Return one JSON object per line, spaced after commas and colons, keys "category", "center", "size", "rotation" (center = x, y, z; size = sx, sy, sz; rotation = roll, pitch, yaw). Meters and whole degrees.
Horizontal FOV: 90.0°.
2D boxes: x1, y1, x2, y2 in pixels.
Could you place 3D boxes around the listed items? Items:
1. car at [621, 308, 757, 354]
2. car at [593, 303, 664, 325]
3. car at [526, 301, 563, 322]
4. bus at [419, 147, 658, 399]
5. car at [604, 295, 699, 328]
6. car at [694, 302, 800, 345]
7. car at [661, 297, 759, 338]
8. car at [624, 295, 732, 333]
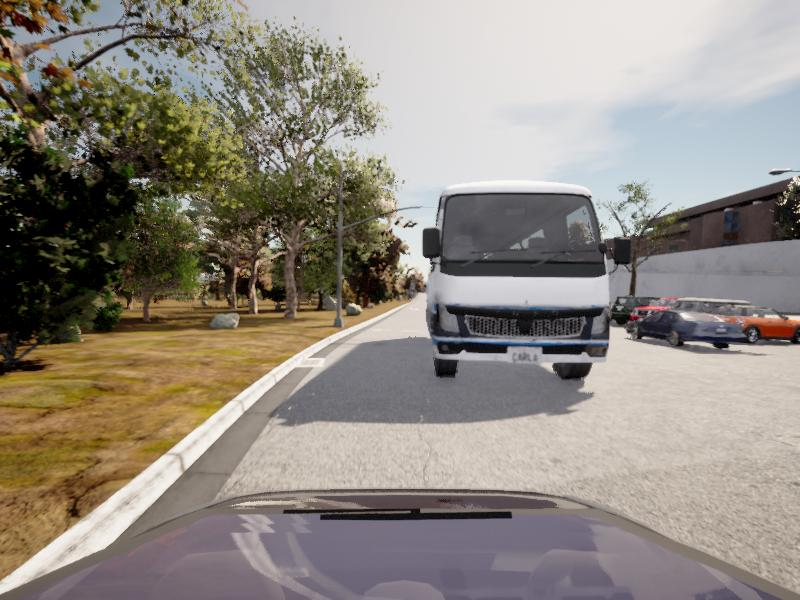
{"category": "car", "center": [11.387, 1.118, 16.386], "size": [2.033, 1.411, 5.357], "rotation": [2, 0, 5]}
{"category": "car", "center": [17.615, 1.055, 30.853], "size": [4.674, 1.452, 2.002], "rotation": [2, 1, -16]}
{"category": "car", "center": [11.500, 0.855, 32.133], "size": [2.163, 1.488, 4.792], "rotation": [2, 1, 12]}
{"category": "bus", "center": [2.587, -0.473, 11.954], "size": [3.944, 4.253, 10.273], "rotation": [1, 0, 3]}
{"category": "car", "center": [17.446, 0.810, 27.857], "size": [5.566, 2.045, 2.435], "rotation": [2, 1, -16]}
{"category": "car", "center": [16.684, 1.070, 18.840], "size": [4.553, 1.767, 2.185], "rotation": [2, 1, -15]}
{"category": "car", "center": [16.857, 0.923, 21.811], "size": [4.442, 1.987, 1.878], "rotation": [2, 1, -16]}
{"category": "car", "center": [17.173, 0.855, 24.832], "size": [5.566, 2.045, 2.435], "rotation": [2, 1, -16]}
